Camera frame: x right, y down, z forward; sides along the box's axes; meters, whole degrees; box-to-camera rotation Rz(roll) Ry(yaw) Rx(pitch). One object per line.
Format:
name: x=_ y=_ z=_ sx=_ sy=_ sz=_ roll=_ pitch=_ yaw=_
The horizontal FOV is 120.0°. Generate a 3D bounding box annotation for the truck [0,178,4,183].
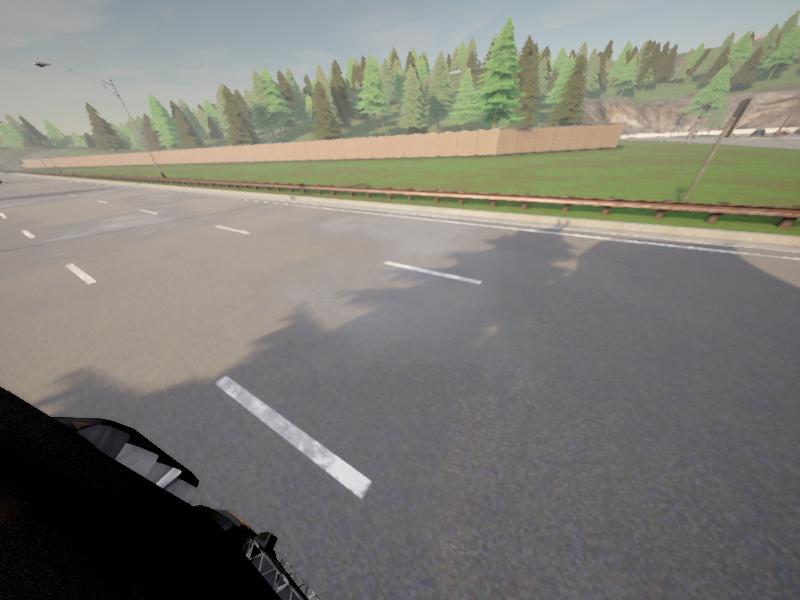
truck: x=-58.001 y=-17.197 z=31.814 sx=6.274 sy=2.098 sz=2.390 roll=16 pitch=38 yaw=26
